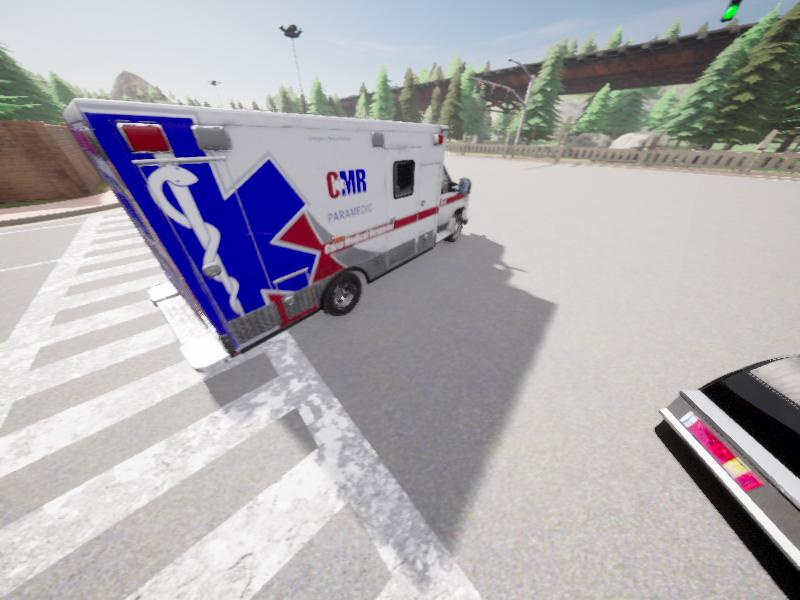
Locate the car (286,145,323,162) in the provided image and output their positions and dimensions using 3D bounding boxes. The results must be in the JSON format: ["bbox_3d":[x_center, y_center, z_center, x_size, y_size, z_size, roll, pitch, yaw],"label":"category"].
[{"bbox_3d":[-10.731,-16.456,25.846,1.994,1.385,4.181,-29,45,-35],"label":"car"}]

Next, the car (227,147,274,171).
[{"bbox_3d":[-12.407,-11.694,19.088,1.994,1.385,4.181,-27,44,-33],"label":"car"}]

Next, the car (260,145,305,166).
[{"bbox_3d":[-11.560,-14.168,22.577,2.033,1.411,5.357,-27,44,-33],"label":"car"}]

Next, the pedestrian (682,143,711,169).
[{"bbox_3d":[25.863,-12.525,20.151,0.751,1.860,0.751,-27,44,-33],"label":"pedestrian"}]

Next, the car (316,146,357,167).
[{"bbox_3d":[-6.071,-13.670,21.890,1.970,1.475,3.806,-27,44,-33],"label":"car"}]

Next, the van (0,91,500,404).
[{"bbox_3d":[-0.767,-1.759,4.316,2.351,2.431,6.366,26,42,31],"label":"van"}]
